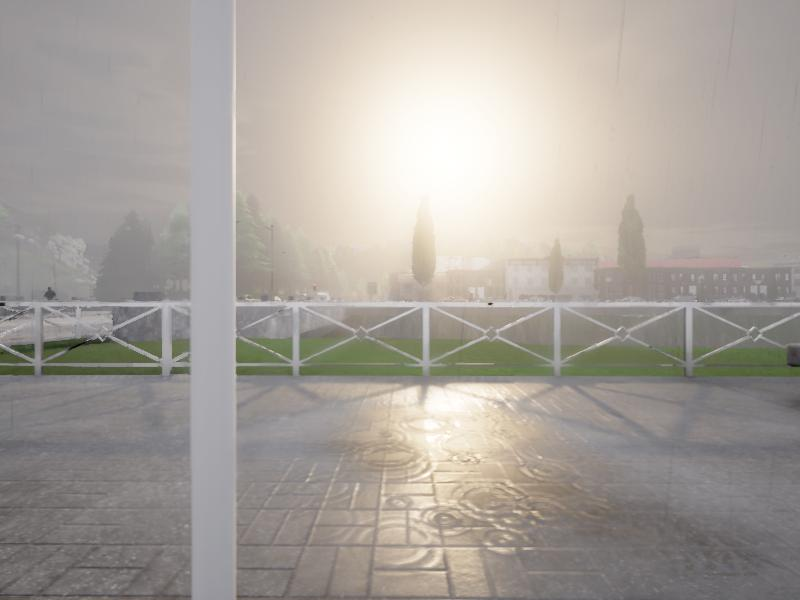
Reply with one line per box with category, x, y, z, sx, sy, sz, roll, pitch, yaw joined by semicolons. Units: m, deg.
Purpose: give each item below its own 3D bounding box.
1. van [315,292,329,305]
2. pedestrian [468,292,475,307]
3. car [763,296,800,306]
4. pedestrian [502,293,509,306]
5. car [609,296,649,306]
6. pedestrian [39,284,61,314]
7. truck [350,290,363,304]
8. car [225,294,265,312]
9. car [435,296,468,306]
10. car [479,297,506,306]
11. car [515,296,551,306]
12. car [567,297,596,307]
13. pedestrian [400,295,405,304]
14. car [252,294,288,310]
van;-16.774;-0.293;86.251;1.988;2.561;5.915;0;0;1
pedestrian;9.173;-0.066;51.514;0.751;1.860;0.751;0;0;1
car;61.200;0.205;63.737;5.008;1.535;1.882;0;0;1
pedestrian;14.179;-0.067;53.690;0.751;1.860;0.751;0;0;7
car;36.536;0.161;63.982;5.238;1.638;1.930;0;0;1
pedestrian;-22.141;-0.060;25.342;0.751;1.860;0.751;0;0;-5
truck;-12.465;-0.919;114.944;2.891;3.827;8.468;0;0;1
car;-13.313;0.259;34.551;1.816;1.474;4.193;0;0;1
car;8.241;0.179;64.264;5.027;1.651;2.152;0;0;1
car;14.816;0.250;64.198;3.806;1.475;1.970;0;0;0
car;21.261;0.166;64.134;5.238;1.638;1.930;0;0;0
car;29.035;0.288;64.057;3.806;1.475;1.970;0;0;1
pedestrian;0.462;-0.062;79.680;0.751;1.860;0.751;0;0;42
car;-13.242;0.231;41.150;2.038;1.542;4.974;0;0;0
